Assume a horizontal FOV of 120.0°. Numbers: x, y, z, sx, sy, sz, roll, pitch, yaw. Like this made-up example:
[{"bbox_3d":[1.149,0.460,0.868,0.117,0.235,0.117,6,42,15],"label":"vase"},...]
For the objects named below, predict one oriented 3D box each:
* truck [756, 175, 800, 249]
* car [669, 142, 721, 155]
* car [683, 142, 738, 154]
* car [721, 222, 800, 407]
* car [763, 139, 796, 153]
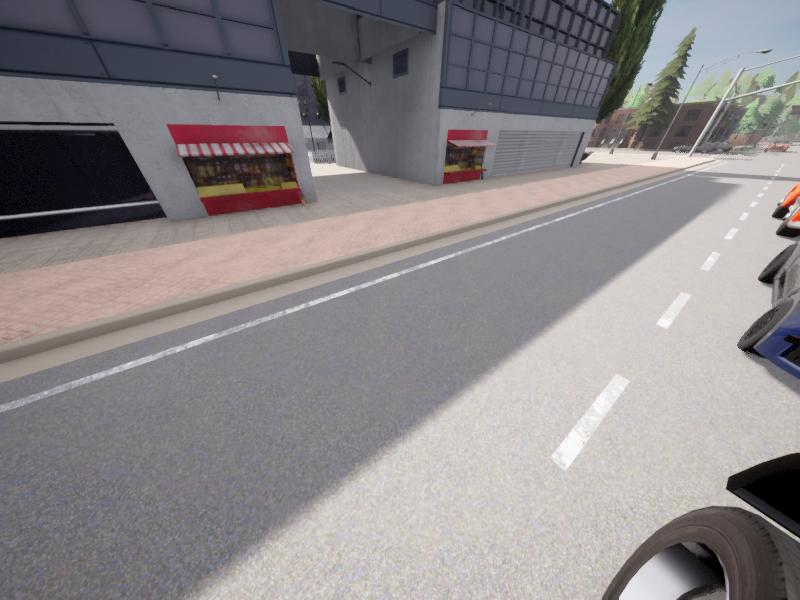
[{"bbox_3d":[12.235,-2.831,5.705,5.204,2.467,2.627,-22,41,-28],"label":"truck"},{"bbox_3d":[44.726,-23.094,35.131,2.007,1.525,4.514,-22,41,-28],"label":"car"},{"bbox_3d":[48.218,-23.764,36.039,2.163,1.488,4.792,-22,41,-28],"label":"car"},{"bbox_3d":[6.270,-0.086,2.552,4.611,1.667,2.242,-22,41,-28],"label":"car"},{"bbox_3d":[61.967,-25.203,37.717,4.553,1.767,2.097,-22,41,-28],"label":"car"}]
